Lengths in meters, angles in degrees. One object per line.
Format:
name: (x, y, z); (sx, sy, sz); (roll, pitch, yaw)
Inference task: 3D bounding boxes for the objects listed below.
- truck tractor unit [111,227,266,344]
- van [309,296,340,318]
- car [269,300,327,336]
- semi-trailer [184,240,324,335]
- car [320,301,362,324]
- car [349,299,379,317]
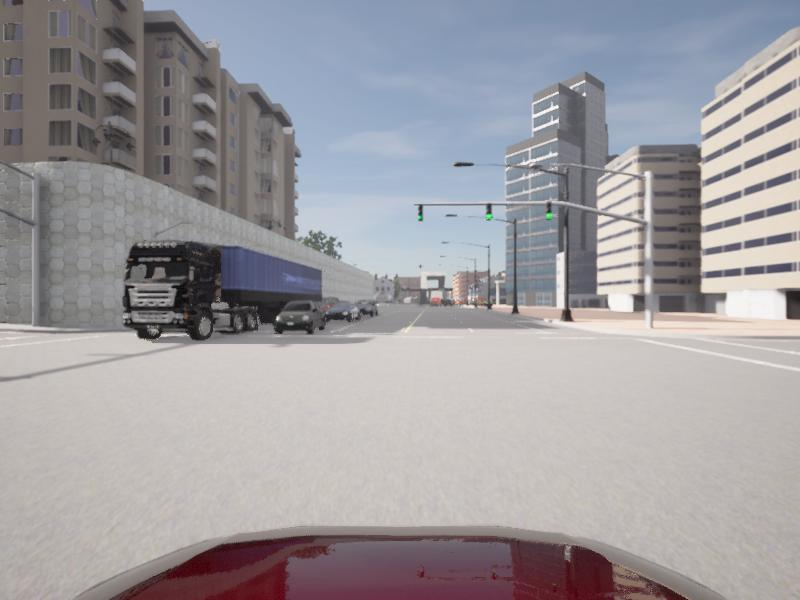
truck tractor unit: (-8.819, -0.503, 17.848); (3.053, 4.208, 6.516); (0, 0, 5)
van: (-7.122, 0.633, 38.197); (1.775, 1.987, 4.442); (0, 0, 5)
car: (-4.873, 0.806, 19.731); (1.851, 1.617, 3.988); (0, 0, 0)
semi-trailer: (-8.165, -0.593, 25.732); (2.717, 4.402, 14.254); (0, 0, 5)
car: (-4.294, 0.851, 30.018); (2.038, 1.542, 4.974); (0, 0, 5)
car: (-3.488, 0.789, 39.628); (2.242, 1.667, 4.611); (0, 0, 5)
